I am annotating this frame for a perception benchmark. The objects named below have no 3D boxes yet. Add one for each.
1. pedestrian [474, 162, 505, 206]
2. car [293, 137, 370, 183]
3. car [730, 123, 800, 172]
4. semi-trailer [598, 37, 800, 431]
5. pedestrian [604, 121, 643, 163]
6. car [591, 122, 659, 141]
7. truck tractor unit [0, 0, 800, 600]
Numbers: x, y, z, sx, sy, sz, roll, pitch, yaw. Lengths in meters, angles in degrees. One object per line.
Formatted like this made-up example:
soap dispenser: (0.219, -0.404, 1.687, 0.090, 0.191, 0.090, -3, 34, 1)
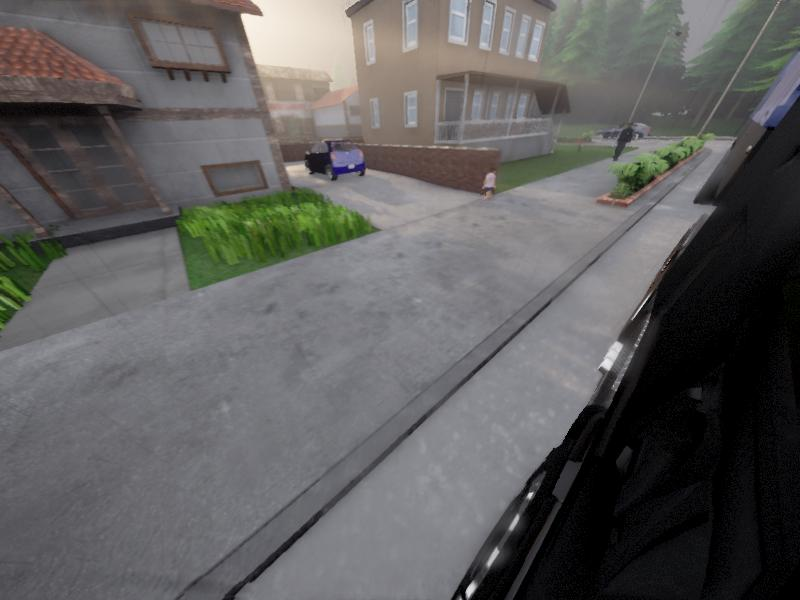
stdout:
pedestrian: (2.682, -3.513, 7.029, 0.500, 1.100, 0.500, -12, 38, -12)
car: (-3.280, -6.715, 10.914, 1.845, 1.501, 3.633, -28, 44, -30)
car: (18.712, -7.731, 11.485, 5.238, 1.638, 1.930, -28, 44, -30)
semi-trailer: (8.666, -3.618, 4.271, 14.254, 4.402, 2.717, -28, 44, -30)
pedestrian: (12.210, -8.631, 12.667, 0.751, 1.860, 0.751, -27, 43, -29)
car: (25.783, -19.479, 26.744, 2.152, 1.651, 5.027, -26, 43, -28)
truck tractor unit: (2.645, -0.295, 0.351, 6.516, 4.208, 3.053, -28, 44, -30)
